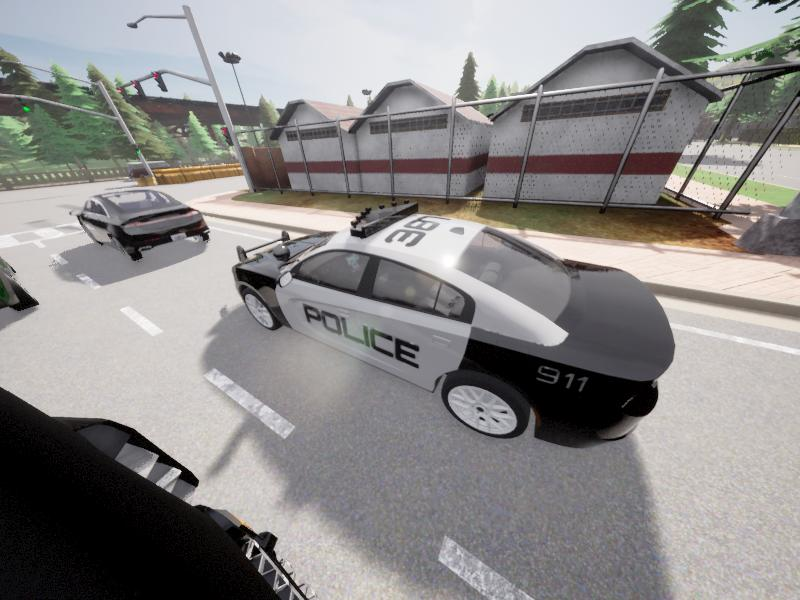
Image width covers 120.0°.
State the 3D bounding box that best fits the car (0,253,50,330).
[{"bbox_3d":[-8.678,-0.534,3.814,4.553,1.767,2.097,16,38,26],"label":"car"}]

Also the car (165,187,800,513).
[{"bbox_3d":[-0.237,-0.322,2.974,5.238,1.638,1.930,16,38,26],"label":"car"}]

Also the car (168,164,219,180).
[{"bbox_3d":[-25.622,-16.004,28.841,1.994,1.385,4.181,15,37,24],"label":"car"}]

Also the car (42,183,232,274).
[{"bbox_3d":[-7.684,-2.384,6.783,4.902,1.511,2.128,16,38,26],"label":"car"}]

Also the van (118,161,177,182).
[{"bbox_3d":[-32.731,-16.869,30.143,1.775,1.987,4.442,15,37,24],"label":"van"}]

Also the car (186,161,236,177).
[{"bbox_3d":[-26.889,-18.814,33.046,2.128,1.511,4.902,15,37,24],"label":"car"}]
